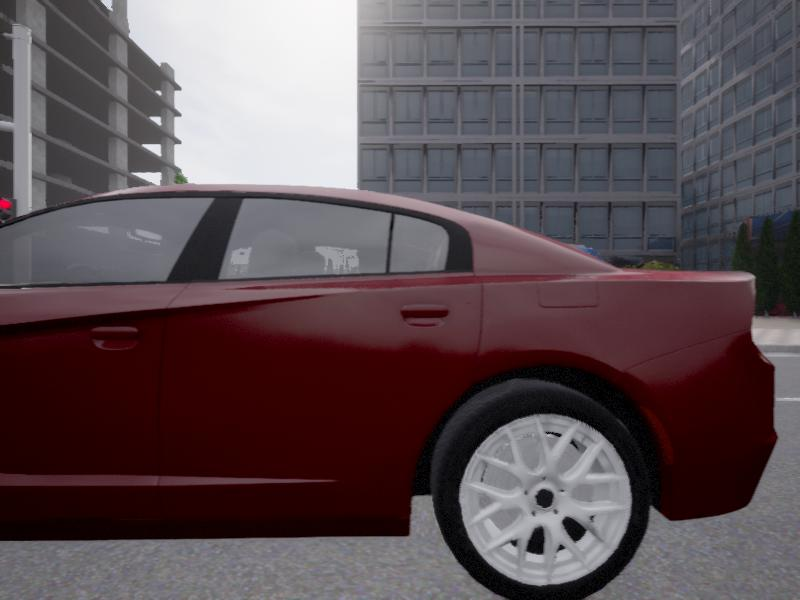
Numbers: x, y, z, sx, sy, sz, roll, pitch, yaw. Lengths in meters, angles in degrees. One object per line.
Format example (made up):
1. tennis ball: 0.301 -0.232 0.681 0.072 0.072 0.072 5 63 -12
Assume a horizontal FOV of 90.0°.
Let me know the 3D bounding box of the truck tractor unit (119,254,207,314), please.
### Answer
1. truck tractor unit: -18.276 -1.109 31.471 3.053 4.208 6.516 0 0 0

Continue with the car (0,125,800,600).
1. car: -0.970 0.224 2.196 5.008 1.535 1.882 0 0 0

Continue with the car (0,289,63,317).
1. car: -25.291 0.172 26.359 2.242 1.667 4.611 0 0 0

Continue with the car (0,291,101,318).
1. car: -21.795 0.250 25.284 2.128 1.511 4.902 0 0 0

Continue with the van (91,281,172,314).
1. van: -21.762 -0.209 32.887 2.351 2.431 6.366 0 0 0

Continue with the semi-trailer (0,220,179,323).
1. semi-trailer: -18.304 -1.207 23.554 2.717 4.402 14.254 0 0 0
